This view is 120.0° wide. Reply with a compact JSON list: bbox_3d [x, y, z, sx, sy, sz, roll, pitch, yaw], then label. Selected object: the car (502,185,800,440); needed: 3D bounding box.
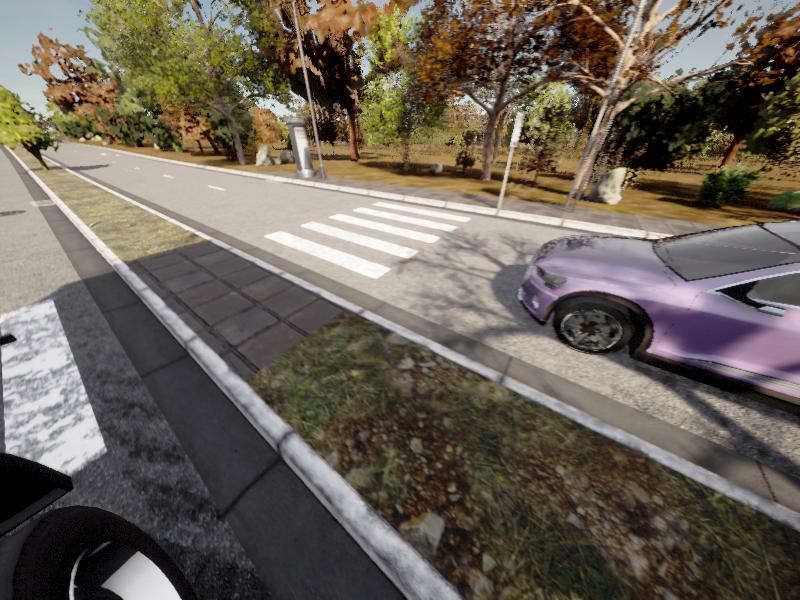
[{"bbox_3d":[4.057,0.052,2.434,4.856,1.649,2.033,22,40,28],"label":"car"}]
